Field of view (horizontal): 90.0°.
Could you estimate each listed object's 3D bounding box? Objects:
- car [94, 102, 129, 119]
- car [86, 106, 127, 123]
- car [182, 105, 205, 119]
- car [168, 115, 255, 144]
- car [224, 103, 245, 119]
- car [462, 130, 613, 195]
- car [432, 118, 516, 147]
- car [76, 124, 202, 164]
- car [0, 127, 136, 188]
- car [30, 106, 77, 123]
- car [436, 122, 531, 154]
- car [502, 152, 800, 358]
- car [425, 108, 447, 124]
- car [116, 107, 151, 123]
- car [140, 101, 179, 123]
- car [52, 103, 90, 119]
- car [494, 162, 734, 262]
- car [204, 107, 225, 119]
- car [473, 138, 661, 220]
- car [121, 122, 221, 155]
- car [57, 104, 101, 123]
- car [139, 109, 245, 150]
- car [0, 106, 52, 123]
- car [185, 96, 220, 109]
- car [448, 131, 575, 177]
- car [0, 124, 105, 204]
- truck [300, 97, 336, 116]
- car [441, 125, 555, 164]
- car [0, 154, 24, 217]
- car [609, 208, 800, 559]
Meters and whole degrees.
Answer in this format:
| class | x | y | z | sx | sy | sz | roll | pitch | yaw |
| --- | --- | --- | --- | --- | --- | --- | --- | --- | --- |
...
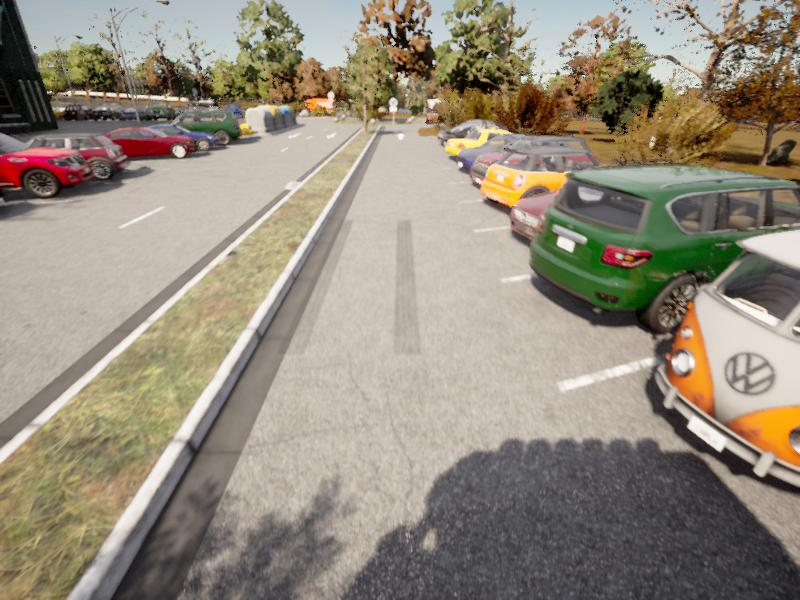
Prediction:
| class | x | y | z | sx | sy | sz | roll | pitch | yaw |
| --- | --- | --- | --- | --- | --- | --- | --- | --- | --- |
| car | -42.358 | -27.866 | 58.941 | 2.435 | 2.045 | 5.566 | -8 | 26 | -17 |
| car | -31.852 | -20.282 | 43.623 | 2.231 | 1.521 | 4.892 | -9 | 28 | -17 |
| car | -30.275 | -27.676 | 58.824 | 2.185 | 1.767 | 4.553 | -9 | 26 | -17 |
| car | -13.424 | -12.352 | 28.861 | 5.366 | 1.575 | 1.946 | -10 | 29 | -17 |
| car | -24.256 | -27.774 | 58.735 | 2.435 | 2.045 | 5.566 | -9 | 26 | -17 |
| car | 4.875 | -5.075 | 14.525 | 4.553 | 1.767 | 2.185 | -9 | 29 | -18 |
| car | 4.878 | -11.173 | 26.641 | 4.892 | 1.521 | 2.231 | -9 | 29 | -18 |
| car | -13.303 | -8.209 | 20.870 | 5.008 | 1.535 | 2.097 | -10 | 28 | -17 |
| car | -13.298 | -5.566 | 15.462 | 4.553 | 1.767 | 2.185 | -10 | 29 | -17 |
| car | -37.837 | -20.400 | 43.862 | 1.946 | 1.575 | 5.366 | -9 | 28 | -17 |
| car | 4.858 | -9.618 | 23.624 | 4.892 | 1.521 | 2.231 | -9 | 28 | -18 |
| car | 4.860 | -1.101 | 6.533 | 5.566 | 2.045 | 2.435 | -9 | 29 | -18 |
| car | 4.471 | -22.751 | 49.315 | 1.851 | 1.617 | 3.988 | 7 | 28 | 15 |
| car | -28.895 | -20.231 | 43.604 | 2.002 | 1.452 | 4.674 | -9 | 28 | -17 |
| car | -25.920 | -20.464 | 43.414 | 2.435 | 2.045 | 5.566 | -8 | 28 | -17 |
| car | -48.423 | -27.926 | 59.074 | 2.435 | 2.045 | 5.566 | -9 | 26 | -17 |
| car | 4.836 | -2.198 | 9.300 | 4.674 | 1.452 | 2.002 | -9 | 29 | -18 |
| car | -27.260 | -27.557 | 58.868 | 2.231 | 1.521 | 4.892 | -8 | 26 | -17 |
| car | 4.808 | -3.706 | 11.866 | 4.553 | 1.767 | 2.185 | -9 | 28 | -18 |
| car | -13.282 | -9.560 | 23.577 | 4.674 | 1.452 | 2.002 | -10 | 28 | -17 |
| car | -34.803 | -20.402 | 43.585 | 2.185 | 1.767 | 4.553 | -9 | 28 | -17 |
| car | -13.293 | -11.200 | 26.108 | 5.566 | 2.045 | 2.435 | -10 | 29 | -17 |
| car | -40.722 | -20.338 | 43.749 | 2.231 | 1.521 | 4.892 | -9 | 28 | -17 |
| car | -31.786 | -31.755 | 64.443 | 4.514 | 1.525 | 2.007 | 4 | 26 | -1 |
| car | 4.825 | -6.480 | 17.592 | 4.792 | 1.488 | 2.163 | -9 | 29 | -18 |
| car | -13.318 | -4.307 | 12.740 | 5.566 | 2.045 | 2.435 | -10 | 28 | -17 |
| truck | -13.132 | -31.057 | 64.379 | 5.204 | 2.467 | 2.627 | 3 | 26 | 0 |
| car | 5.029 | -8.097 | 20.667 | 5.366 | 1.575 | 1.946 | -9 | 28 | -18 |
| car | -13.320 | -2.680 | 10.192 | 4.792 | 1.488 | 2.163 | -10 | 28 | -17 |
| car | 4.721 | 0.308 | 3.849 | 4.442 | 1.987 | 1.878 | -9 | 29 | -18 |
